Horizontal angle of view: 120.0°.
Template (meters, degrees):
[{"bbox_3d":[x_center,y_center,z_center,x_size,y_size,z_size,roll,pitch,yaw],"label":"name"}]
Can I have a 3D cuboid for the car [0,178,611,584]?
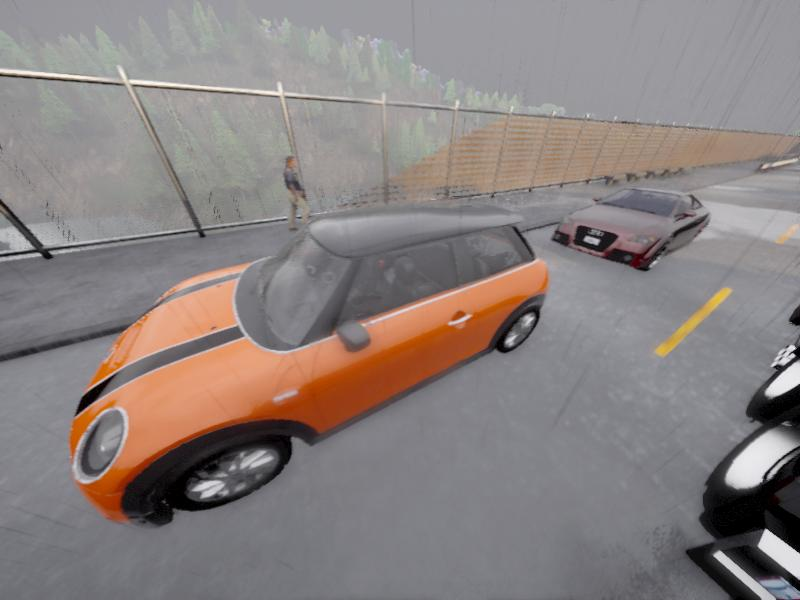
[{"bbox_3d":[-0.415,-0.115,2.610,4.553,1.767,2.097,-18,39,-24],"label":"car"}]

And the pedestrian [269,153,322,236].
[{"bbox_3d":[-2.736,-2.773,6.127,0.751,1.860,0.751,-19,39,-25],"label":"pedestrian"}]

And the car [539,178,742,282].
[{"bbox_3d":[5.923,-2.015,5.786,4.181,1.385,1.994,-18,39,-25],"label":"car"}]

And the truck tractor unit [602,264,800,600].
[{"bbox_3d":[5.116,-0.294,0.786,6.516,4.208,3.053,-18,39,-24],"label":"truck tractor unit"}]
